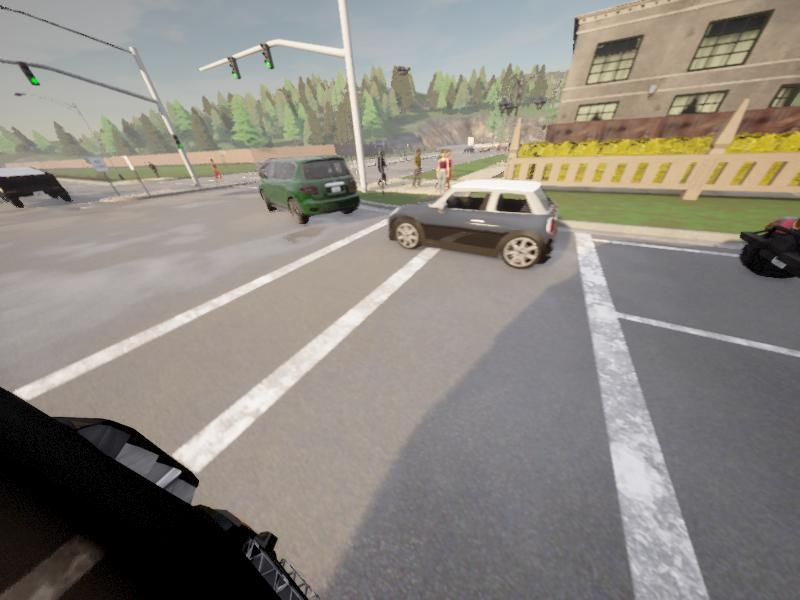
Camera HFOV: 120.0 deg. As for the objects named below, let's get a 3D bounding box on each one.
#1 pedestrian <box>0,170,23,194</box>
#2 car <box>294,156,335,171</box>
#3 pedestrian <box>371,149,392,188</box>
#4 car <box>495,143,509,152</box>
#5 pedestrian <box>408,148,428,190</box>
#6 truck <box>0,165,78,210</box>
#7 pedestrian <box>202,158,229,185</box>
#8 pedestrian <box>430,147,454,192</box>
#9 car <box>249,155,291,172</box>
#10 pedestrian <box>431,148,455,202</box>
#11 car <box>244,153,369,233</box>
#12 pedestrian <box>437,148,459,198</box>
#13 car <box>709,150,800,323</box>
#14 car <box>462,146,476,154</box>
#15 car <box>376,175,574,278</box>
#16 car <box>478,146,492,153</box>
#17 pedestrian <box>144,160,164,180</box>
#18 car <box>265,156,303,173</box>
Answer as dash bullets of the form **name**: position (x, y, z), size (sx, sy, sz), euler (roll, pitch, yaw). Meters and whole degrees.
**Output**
- **pedestrian**: position (-36.102, -10.816, 21.188), size (0.751, 1.860, 0.751), euler (16, 38, 26)
- **car**: position (-11.426, -18.533, 31.332), size (2.163, 1.488, 4.792), euler (16, 38, 26)
- **pedestrian**: position (-1.049, -7.674, 13.509), size (0.751, 1.860, 0.751), euler (17, 38, 27)
- **car**: position (25.503, -38.059, 57.661), size (2.097, 1.767, 4.553), euler (16, 38, 26)
- **pedestrian**: position (0.962, -6.956, 12.263), size (0.751, 1.860, 0.751), euler (19, 40, 30)
- **truck**: position (-24.621, -7.531, 15.211), size (6.274, 2.098, 2.390), euler (16, 38, 26)
- **pedestrian**: position (-14.989, -10.485, 18.831), size (0.751, 1.860, 0.751), euler (4, 34, 10)
- **pedestrian**: position (2.085, -6.488, 11.545), size (0.751, 1.860, 0.751), euler (27, 44, 37)
- **car**: position (-18.413, -19.500, 33.028), size (2.097, 1.767, 4.553), euler (16, 38, 26)
- **pedestrian**: position (1.775, -5.159, 9.569), size (0.751, 1.860, 0.751), euler (9, 36, 18)
- **car**: position (-3.852, -4.469, 9.103), size (2.150, 2.045, 5.566), euler (-29, 41, -33)
- **pedestrian**: position (2.082, -5.538, 10.116), size (0.751, 1.860, 0.751), euler (6, 35, 13)
- **car**: position (7.197, -0.522, 2.482), size (3.866, 1.878, 1.905), euler (16, 38, 26)
- **car**: position (17.361, -37.653, 57.917), size (1.837, 1.490, 4.892), euler (16, 38, 26)
- **car**: position (1.607, -2.011, 5.512), size (3.806, 1.475, 1.970), euler (17, 38, 27)
- **car**: position (21.245, -37.527, 57.615), size (1.895, 1.301, 4.718), euler (16, 38, 26)
- **pedestrian**: position (-28.050, -14.835, 26.350), size (0.751, 1.860, 0.751), euler (24, 42, 34)
- **car**: position (-15.573, -18.376, 31.291), size (1.851, 1.617, 3.988), euler (16, 38, 26)
